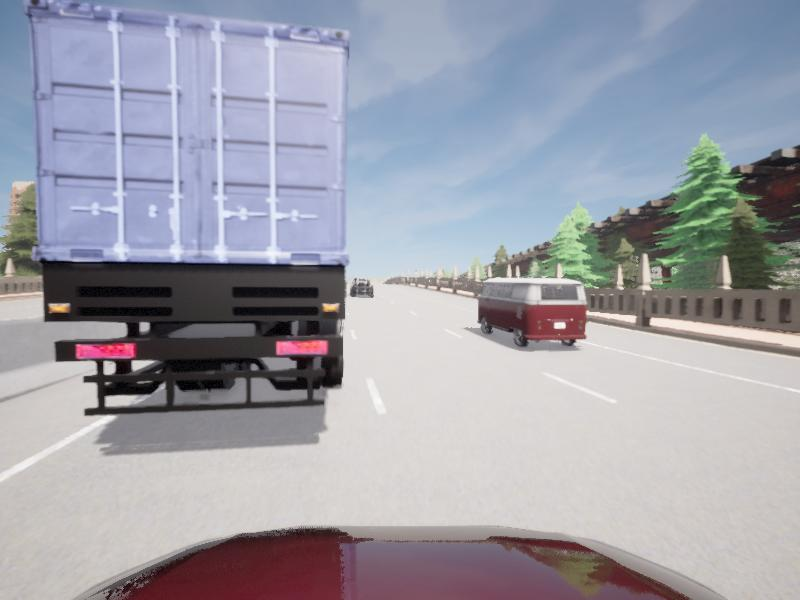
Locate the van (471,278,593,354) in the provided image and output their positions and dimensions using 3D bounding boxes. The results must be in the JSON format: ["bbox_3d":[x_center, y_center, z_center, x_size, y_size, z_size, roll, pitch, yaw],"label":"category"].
[{"bbox_3d":[3.886,0.295,12.723,1.775,1.987,4.442,0,3,-9],"label":"van"}]

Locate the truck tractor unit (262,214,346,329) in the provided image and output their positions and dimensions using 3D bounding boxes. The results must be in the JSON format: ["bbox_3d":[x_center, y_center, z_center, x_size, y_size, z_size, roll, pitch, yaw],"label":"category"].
[{"bbox_3d":[-4.095,-1.261,18.188,3.053,4.208,6.516,0,4,-9],"label":"truck tractor unit"}]

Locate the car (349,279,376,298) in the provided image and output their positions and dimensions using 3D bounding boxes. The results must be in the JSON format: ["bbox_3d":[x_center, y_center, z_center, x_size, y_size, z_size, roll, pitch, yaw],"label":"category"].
[{"bbox_3d":[-3.497,-1.125,36.240,2.128,1.511,4.902,0,4,-9],"label":"car"}]

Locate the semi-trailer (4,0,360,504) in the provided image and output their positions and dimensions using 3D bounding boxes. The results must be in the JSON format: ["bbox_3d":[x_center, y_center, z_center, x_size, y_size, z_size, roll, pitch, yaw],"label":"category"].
[{"bbox_3d":[-2.839,-0.903,10.399,2.717,4.402,14.254,0,3,-9],"label":"semi-trailer"}]
